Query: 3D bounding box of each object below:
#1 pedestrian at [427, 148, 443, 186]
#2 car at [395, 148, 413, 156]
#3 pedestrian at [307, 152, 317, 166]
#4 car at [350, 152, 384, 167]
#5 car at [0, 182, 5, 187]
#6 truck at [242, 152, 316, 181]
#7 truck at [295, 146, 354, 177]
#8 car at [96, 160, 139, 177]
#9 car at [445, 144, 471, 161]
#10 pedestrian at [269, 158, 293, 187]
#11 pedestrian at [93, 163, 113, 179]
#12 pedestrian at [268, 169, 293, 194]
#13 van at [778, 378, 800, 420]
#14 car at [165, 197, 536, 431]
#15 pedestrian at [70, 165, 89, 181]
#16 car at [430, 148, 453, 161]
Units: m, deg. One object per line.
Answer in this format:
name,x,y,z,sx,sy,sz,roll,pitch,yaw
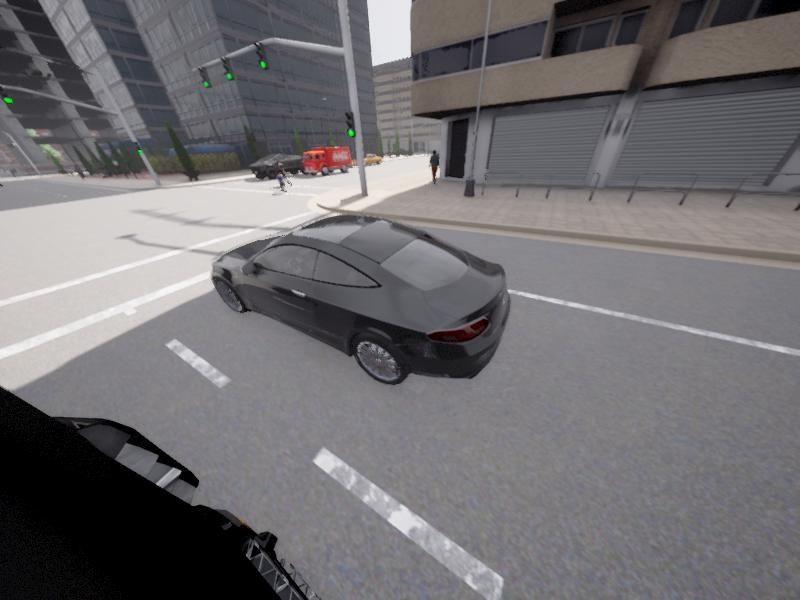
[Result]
pedestrian,2.005,-7.734,13.446,0.751,1.860,0.751,-4,34,-2
car,1.215,-42.381,65.985,4.553,1.767,2.097,16,38,27
pedestrian,-14.260,-22.842,37.443,0.751,1.860,0.751,13,37,22
car,-4.798,-20.945,34.459,1.801,1.575,5.366,17,38,28
car,-55.979,-16.075,31.206,4.892,1.490,1.837,17,38,26
truck,-12.292,-14.051,24.188,2.390,2.098,6.274,17,38,27
truck,-7.781,-14.777,24.595,2.627,2.467,5.204,16,38,26
car,-48.255,-22.662,39.720,2.390,2.098,6.274,-19,37,-23
car,9.218,-23.496,36.780,2.150,2.045,5.566,16,38,26
pedestrian,-8.845,-9.509,17.249,0.751,1.860,0.751,7,35,15
pedestrian,-43.106,-18.747,33.570,0.751,1.860,0.751,6,35,13
pedestrian,-7.555,-7.534,14.680,0.751,1.300,0.751,15,37,25
van,5.175,1.076,0.132,4.442,1.987,1.775,16,38,26
car,-0.912,-0.431,3.374,4.674,1.442,1.812,16,38,26
pedestrian,-43.127,-17.101,31.092,0.751,1.860,0.751,21,41,32
car,7.180,-25.090,39.813,2.038,1.542,4.974,16,38,26
